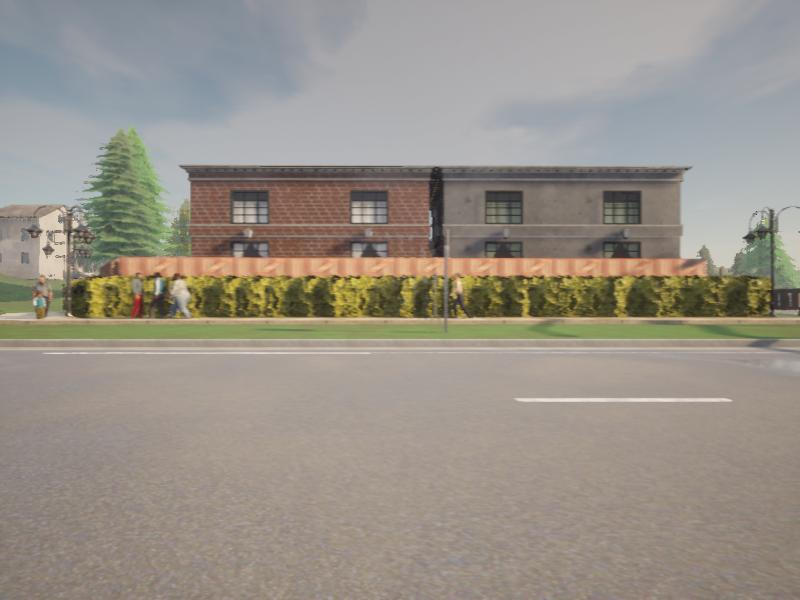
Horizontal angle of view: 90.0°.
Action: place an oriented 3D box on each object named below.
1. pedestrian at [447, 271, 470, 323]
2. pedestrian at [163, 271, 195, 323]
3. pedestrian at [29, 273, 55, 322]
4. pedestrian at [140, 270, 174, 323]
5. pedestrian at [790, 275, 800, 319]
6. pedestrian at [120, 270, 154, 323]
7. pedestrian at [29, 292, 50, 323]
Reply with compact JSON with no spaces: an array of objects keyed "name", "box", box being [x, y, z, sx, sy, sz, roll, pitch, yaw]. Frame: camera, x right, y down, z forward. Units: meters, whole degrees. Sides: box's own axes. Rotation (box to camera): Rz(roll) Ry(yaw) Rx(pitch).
[{"name":"pedestrian","box":[2.138,-0.116,14.661,0.751,1.860,0.751,0,0,0]},{"name":"pedestrian","box":[-7.993,-0.112,14.504,0.751,1.860,0.751,0,0,-1]},{"name":"pedestrian","box":[-14.046,-0.109,15.704,0.751,1.860,0.751,0,0,-40]},{"name":"pedestrian","box":[-8.801,-0.111,14.508,0.751,1.860,0.751,0,0,2]},{"name":"pedestrian","box":[17.199,-0.122,16.889,0.751,1.860,0.751,0,0,-11]},{"name":"pedestrian","box":[-9.505,-0.111,14.482,0.751,1.860,0.751,0,0,-2]},{"name":"pedestrian","box":[-13.179,0.271,14.630,0.500,1.100,0.500,0,0,38]}]
